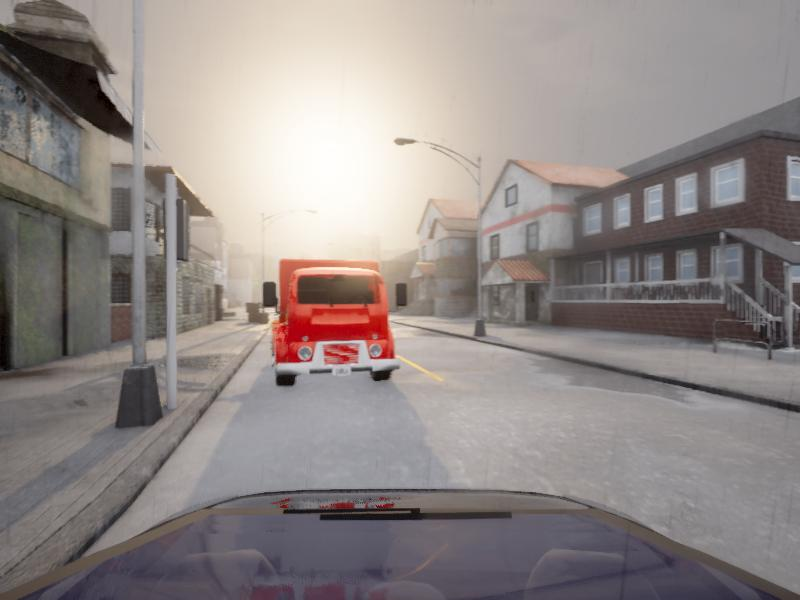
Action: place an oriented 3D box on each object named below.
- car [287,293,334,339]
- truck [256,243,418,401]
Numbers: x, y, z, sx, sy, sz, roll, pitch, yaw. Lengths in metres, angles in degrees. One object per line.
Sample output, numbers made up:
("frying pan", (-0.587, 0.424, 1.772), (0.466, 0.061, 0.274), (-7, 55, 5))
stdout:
("car", (-4.245, 0.668, 18.669), (1.905, 1.878, 3.866), (0, 0, -15))
("truck", (-1.651, 0.378, 9.098), (2.627, 2.467, 5.204), (0, -1, -15))
